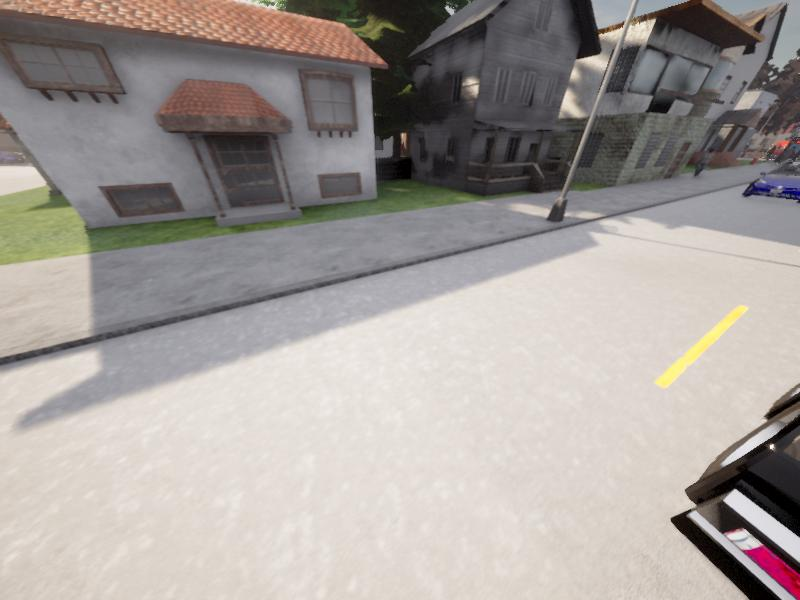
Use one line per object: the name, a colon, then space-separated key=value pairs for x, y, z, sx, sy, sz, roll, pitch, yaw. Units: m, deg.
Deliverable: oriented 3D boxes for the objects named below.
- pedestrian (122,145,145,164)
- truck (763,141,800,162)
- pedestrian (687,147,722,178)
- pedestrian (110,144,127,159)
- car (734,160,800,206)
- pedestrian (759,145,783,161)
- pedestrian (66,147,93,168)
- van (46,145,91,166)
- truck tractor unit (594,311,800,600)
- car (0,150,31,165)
pedestrian: x=-31.236 y=-17.081 z=27.106 sx=0.751 sy=1.860 sz=0.751 roll=6 pitch=35 yaw=9
truck: x=57.017 y=-20.982 z=32.587 sx=2.627 sy=2.467 sz=5.204 roll=-13 pitch=36 yaw=-19
pedestrian: x=21.860 y=-9.857 z=16.613 sx=0.751 sy=1.860 sz=0.751 roll=-27 pitch=43 yaw=-34
pedestrian: x=-42.957 y=-22.705 z=35.322 sx=0.751 sy=1.860 sz=0.751 roll=-17 pitch=38 yaw=-23
car: x=19.067 y=-5.788 z=11.195 sx=4.514 sy=1.525 sz=2.007 roll=-17 pitch=38 yaw=-23
pedestrian: x=51.464 y=-20.443 z=32.069 sx=0.751 sy=1.860 sz=0.751 roll=5 pitch=35 yaw=7
pedestrian: x=-33.028 y=-14.706 z=23.839 sx=0.751 sy=1.860 sz=0.751 roll=19 pitch=39 yaw=25
van: x=-40.084 y=-17.586 z=27.972 sx=4.442 sy=1.987 sz=1.775 roll=19 pitch=39 yaw=25
truck tractor unit: x=5.203 y=-0.195 z=0.632 sx=6.516 sy=4.208 sz=3.053 roll=-14 pitch=37 yaw=-19
car: x=-48.165 y=-16.864 z=27.362 sx=4.193 sy=1.474 sz=1.816 roll=-13 pitch=36 yaw=-17
